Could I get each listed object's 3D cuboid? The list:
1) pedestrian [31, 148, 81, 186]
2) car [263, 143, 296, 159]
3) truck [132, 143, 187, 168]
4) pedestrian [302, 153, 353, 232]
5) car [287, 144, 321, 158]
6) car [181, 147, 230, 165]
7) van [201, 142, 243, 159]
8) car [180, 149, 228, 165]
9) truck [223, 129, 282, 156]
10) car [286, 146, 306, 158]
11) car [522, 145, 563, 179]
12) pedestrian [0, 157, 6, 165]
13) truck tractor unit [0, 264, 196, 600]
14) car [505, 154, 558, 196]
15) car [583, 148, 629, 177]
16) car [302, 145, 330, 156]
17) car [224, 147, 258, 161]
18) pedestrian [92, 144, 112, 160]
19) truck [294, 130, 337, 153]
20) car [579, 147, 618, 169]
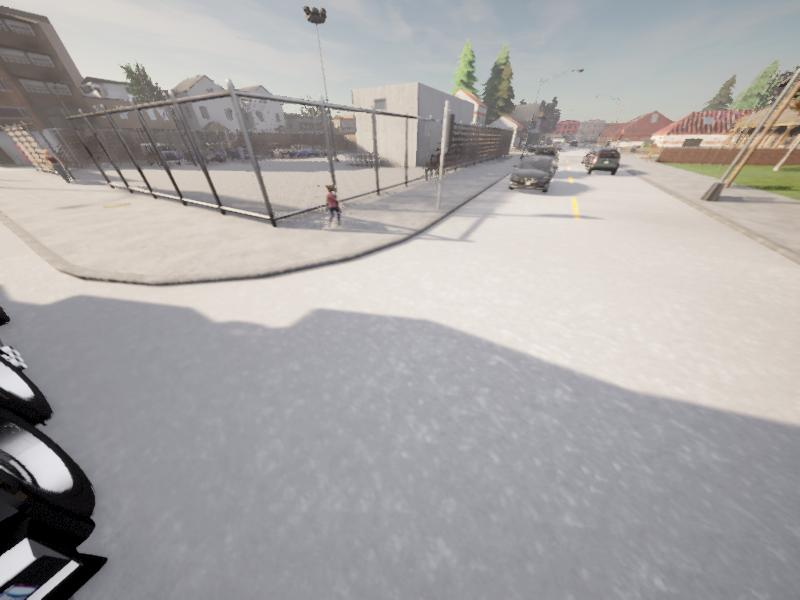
[{"bbox_3d":[-20.211,-7.856,13.622,0.751,1.860,0.751,18,39,24],"label":"pedestrian"},{"bbox_3d":[-17.523,-21.690,33.573,3.866,1.878,1.905,18,39,24],"label":"car"},{"bbox_3d":[-25.007,-15.120,24.057,4.478,2.038,2.069,18,39,24],"label":"truck"},{"bbox_3d":[-1.939,-2.990,6.451,0.751,1.860,0.751,12,37,18],"label":"pedestrian"},{"bbox_3d":[-15.153,-23.662,36.570,4.611,1.667,2.242,18,39,24],"label":"car"},{"bbox_3d":[-22.627,-16.910,27.028,1.789,1.547,3.705,18,39,24],"label":"car"},{"bbox_3d":[-28.050,-23.756,36.610,2.069,2.038,4.480,18,39,24],"label":"van"},{"bbox_3d":[-22.879,-16.783,26.974,5.357,1.415,2.033,18,39,24],"label":"car"},{"bbox_3d":[-27.405,-29.700,43.586,2.891,3.827,8.468,18,39,24],"label":"truck"},{"bbox_3d":[-15.691,-22.347,34.867,2.207,1.379,1.481,18,39,24],"label":"car"},{"bbox_3d":[10.749,-10.484,17.332,1.932,1.855,4.605,18,39,24],"label":"car"},{"bbox_3d":[-46.268,-16.372,26.078,0.751,1.860,0.751,-5,35,-7],"label":"pedestrian"},{"bbox_3d":[-5.108,-0.304,0.785,6.516,4.208,3.053,18,39,24],"label":"truck tractor unit"},{"bbox_3d":[7.381,-7.067,12.788,1.837,1.490,4.892,18,39,24],"label":"car"},{"bbox_3d":[15.772,-10.790,17.965,1.851,1.617,3.988,18,39,25],"label":"car"},{"bbox_3d":[-14.201,-25.388,39.162,4.193,1.474,1.816,18,39,24],"label":"car"},{"bbox_3d":[-20.890,-19.273,30.427,3.633,1.501,1.845,18,39,24],"label":"car"},{"bbox_3d":[-41.527,-20.648,32.181,0.751,1.860,0.751,10,36,15],"label":"pedestrian"},{"bbox_3d":[-17.989,-34.382,50.229,2.891,3.827,8.468,19,39,25],"label":"truck"},{"bbox_3d":[19.151,-13.945,22.541,2.007,1.525,4.514,17,38,23],"label":"car"}]
